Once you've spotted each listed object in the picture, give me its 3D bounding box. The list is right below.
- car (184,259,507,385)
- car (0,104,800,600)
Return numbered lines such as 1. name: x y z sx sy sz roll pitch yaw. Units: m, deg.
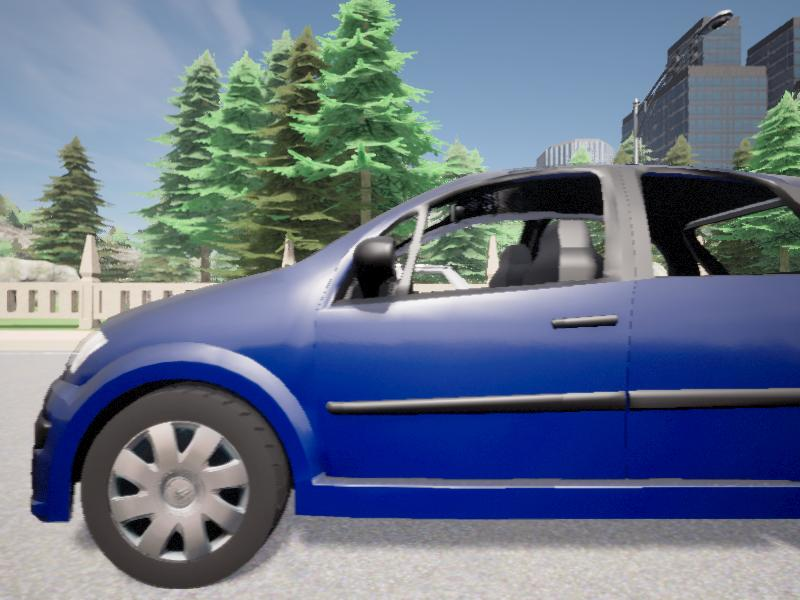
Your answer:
1. car: -0.643 0.254 5.696 3.806 1.475 1.970 0 0 0
2. car: 0.521 0.188 2.198 3.988 1.617 1.851 0 0 0
